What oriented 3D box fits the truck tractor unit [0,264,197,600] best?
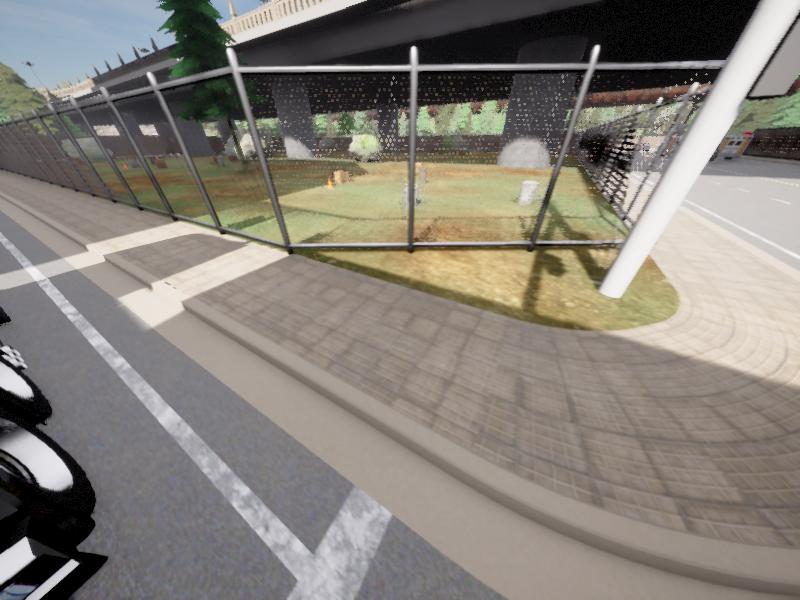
[{"bbox_3d":[-5.114,-0.296,0.785,6.516,4.208,3.053,18,39,24],"label":"truck tractor unit"}]

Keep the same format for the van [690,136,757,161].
[{"bbox_3d":[40.810,-19.444,29.490,2.351,2.431,6.366,18,39,24],"label":"van"}]

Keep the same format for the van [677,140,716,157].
[{"bbox_3d":[44.404,-22.857,34.758,1.775,1.987,4.442,18,39,24],"label":"van"}]

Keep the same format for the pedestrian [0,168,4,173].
[{"bbox_3d":[-36.009,-12.124,20.047,0.751,1.860,0.751,16,38,23],"label":"pedestrian"}]

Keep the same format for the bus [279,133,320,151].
[{"bbox_3d":[-31.288,-49.423,72.147,10.273,4.253,3.944,-24,41,-30],"label":"bus"}]

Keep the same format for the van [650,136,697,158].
[{"bbox_3d":[39.921,-22.565,34.009,2.351,2.431,6.366,18,39,24],"label":"van"}]

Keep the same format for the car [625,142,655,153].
[{"bbox_3d":[47.072,-29.959,45.379,1.851,1.617,3.988,4,35,6],"label":"car"}]

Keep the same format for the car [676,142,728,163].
[{"bbox_3d":[34.767,-17.182,26.793,1.932,1.855,4.605,18,39,24],"label":"car"}]
